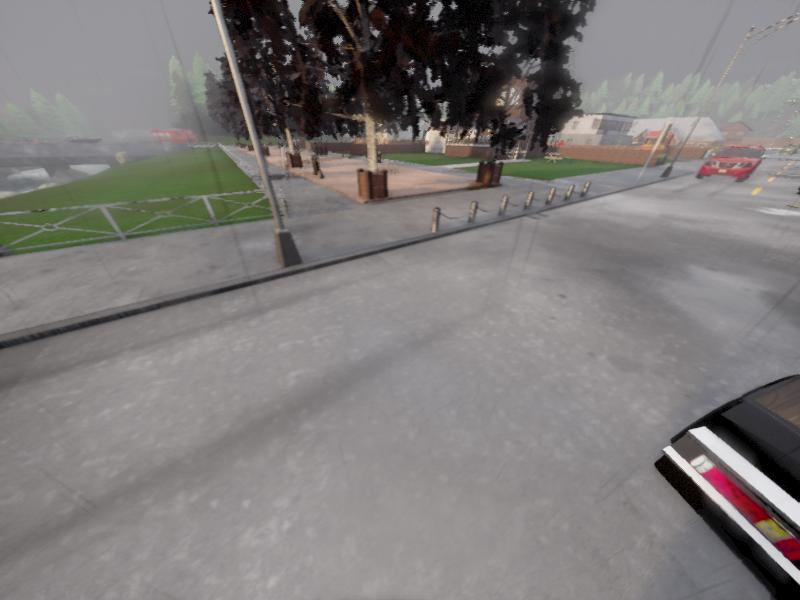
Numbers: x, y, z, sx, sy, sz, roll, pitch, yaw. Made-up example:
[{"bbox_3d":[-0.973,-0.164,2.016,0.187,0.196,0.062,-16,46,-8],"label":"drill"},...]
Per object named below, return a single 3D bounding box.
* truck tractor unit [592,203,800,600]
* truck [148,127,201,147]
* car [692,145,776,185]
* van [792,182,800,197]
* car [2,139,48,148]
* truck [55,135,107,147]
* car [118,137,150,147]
[{"bbox_3d":[5.348,0.077,0.268,6.516,4.208,3.053,-5,35,-8],"label":"truck tractor unit"},{"bbox_3d":[-55.432,-40.261,57.209,8.468,3.827,2.891,-21,40,-27],"label":"truck"},{"bbox_3d":[23.452,-9.598,16.230,5.566,2.045,2.150,-20,40,-28],"label":"car"},{"bbox_3d":[22.700,-6.501,11.852,4.442,1.987,1.775,-21,41,-28],"label":"van"},{"bbox_3d":[-79.023,-33.137,48.779,4.514,1.525,2.007,-21,40,-27],"label":"car"},{"bbox_3d":[-72.091,-36.025,52.431,6.274,2.098,2.390,-21,40,-27],"label":"truck"},{"bbox_3d":[-64.910,-38.648,56.474,4.605,1.855,1.932,-21,40,-27],"label":"car"}]
